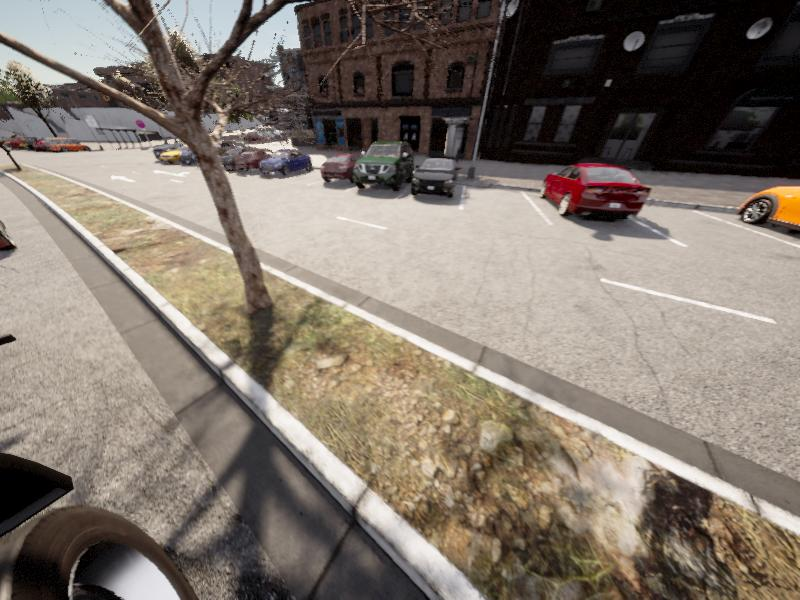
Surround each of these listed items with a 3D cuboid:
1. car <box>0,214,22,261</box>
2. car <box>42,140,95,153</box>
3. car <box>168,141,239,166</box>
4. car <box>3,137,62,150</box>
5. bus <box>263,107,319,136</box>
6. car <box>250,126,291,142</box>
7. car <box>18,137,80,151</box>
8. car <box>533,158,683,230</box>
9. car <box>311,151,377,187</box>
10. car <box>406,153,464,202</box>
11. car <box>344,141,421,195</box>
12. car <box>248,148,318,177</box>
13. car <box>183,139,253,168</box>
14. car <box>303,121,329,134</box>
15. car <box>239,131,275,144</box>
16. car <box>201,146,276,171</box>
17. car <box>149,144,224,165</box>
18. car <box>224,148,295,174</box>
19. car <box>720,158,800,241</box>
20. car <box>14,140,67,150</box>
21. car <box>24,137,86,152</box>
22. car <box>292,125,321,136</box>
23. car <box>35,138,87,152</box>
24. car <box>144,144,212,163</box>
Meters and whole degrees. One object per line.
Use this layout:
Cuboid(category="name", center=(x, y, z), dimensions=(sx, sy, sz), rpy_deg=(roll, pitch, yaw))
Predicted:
Cuboid(category="car", center=(-10.868, -1.751, 5.113), dimensions=(4.181, 1.385, 1.994), rpy_deg=(21, 40, 27))
Cuboid(category="car", center=(-56.578, -26.396, 39.589), dimensions=(2.185, 1.767, 4.553), rpy_deg=(4, 35, 5))
Cuboid(category="car", center=(-18.381, -13.996, 21.985), dimensions=(2.185, 1.767, 4.553), rpy_deg=(7, 35, 9))
Cuboid(category="car", center=(-72.785, -31.183, 45.974), dimensions=(2.435, 2.045, 5.566), rpy_deg=(3, 35, 4))
Cuboid(category="bus", center=(-23.091, -38.744, 49.961), dimensions=(3.944, 4.253, 10.273), rpy_deg=(17, 44, 19))
Cuboid(category="car", center=(-23.085, -29.800, 41.338), dimensions=(5.566, 2.045, 2.435), rpy_deg=(4, 41, 5))
Cuboid(category="car", center=(-64.669, -28.881, 42.801), dimensions=(2.435, 2.045, 5.566), rpy_deg=(4, 35, 5))
Cuboid(category="car", center=(6.851, -4.207, 8.554), dimensions=(2.097, 1.535, 5.008), rpy_deg=(9, 35, 12))
Cuboid(category="car", center=(-3.129, -8.146, 14.117), dimensions=(2.002, 1.452, 4.674), rpy_deg=(8, 35, 11))
Cuboid(category="car", center=(1.892, -6.214, 11.354), dimensions=(2.097, 1.535, 5.008), rpy_deg=(9, 35, 11))
Cuboid(category="car", center=(-0.612, -7.390, 12.562), dimensions=(2.435, 2.045, 5.566), rpy_deg=(9, 35, 11))
Cuboid(category="car", center=(-8.172, -10.081, 16.814), dimensions=(2.002, 1.452, 4.674), rpy_deg=(8, 35, 10))
Cuboid(category="car", center=(-15.840, -13.069, 20.518), dimensions=(1.878, 1.987, 4.442), rpy_deg=(7, 35, 9))
Cuboid(category="car", center=(-17.914, -36.935, 49.530), dimensions=(4.442, 1.987, 1.878), rpy_deg=(4, 42, 5))
Cuboid(category="car", center=(-24.434, -27.792, 39.485), dimensions=(4.674, 1.452, 2.002), rpy_deg=(4, 41, 4))
Cuboid(category="car", center=(-13.259, -12.014, 19.441), dimensions=(2.231, 1.521, 4.892), rpy_deg=(8, 35, 9))
Cuboid(category="car", center=(-21.003, -14.693, 23.158), dimensions=(1.946, 1.575, 5.366), rpy_deg=(7, 35, 9))
Cuboid(category="car", center=(-10.719, -11.033, 18.139), dimensions=(2.002, 1.452, 4.674), rpy_deg=(7, 35, 10))
Cuboid(category="car", center=(11.773, -2.263, 5.626), dimensions=(2.185, 1.767, 4.553), rpy_deg=(9, 35, 12))
Cuboid(category="car", center=(-70.065, -30.304, 45.191), dimensions=(1.946, 1.575, 5.366), rpy_deg=(3, 35, 5))
Cuboid(category="car", center=(-61.962, -28.072, 41.686), dimensions=(2.435, 2.045, 5.566), rpy_deg=(4, 35, 4))
Cuboid(category="car", center=(-19.134, -34.974, 47.634), dimensions=(4.892, 1.521, 2.231), rpy_deg=(4, 41, 5))
Cuboid(category="car", center=(-59.274, -27.221, 40.553), dimensions=(1.878, 1.987, 4.442), rpy_deg=(4, 35, 5))
Cuboid(category="car", center=(-23.423, -15.750, 24.706), dimensions=(2.163, 1.488, 4.792), rpy_deg=(6, 35, 9))
